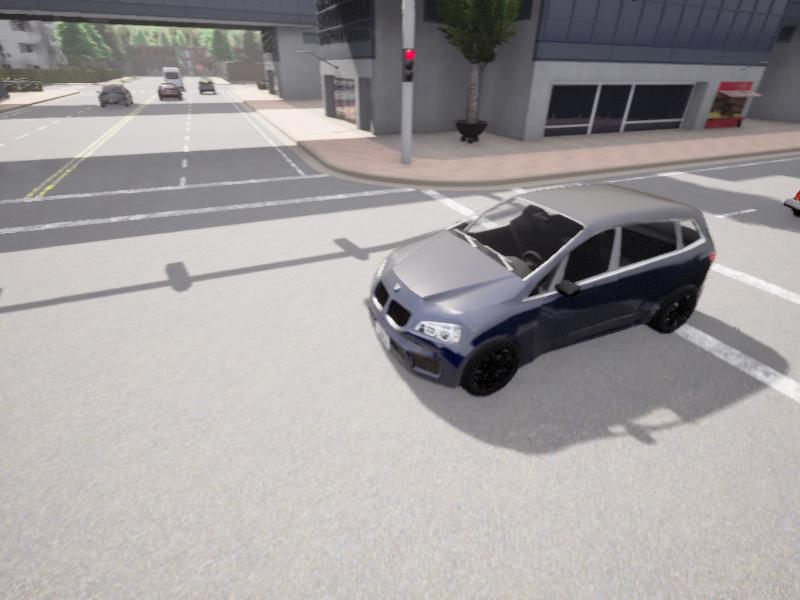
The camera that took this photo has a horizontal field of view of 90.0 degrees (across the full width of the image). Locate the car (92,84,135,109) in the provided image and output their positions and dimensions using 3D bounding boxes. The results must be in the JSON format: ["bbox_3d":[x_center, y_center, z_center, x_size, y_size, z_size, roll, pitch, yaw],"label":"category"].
[{"bbox_3d":[-22.818,-16.386,32.074,1.837,1.490,4.892,-12,33,-21],"label":"car"}]

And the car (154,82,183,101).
[{"bbox_3d":[-22.524,-20.398,39.087,1.994,1.385,4.181,-12,33,-21],"label":"car"}]

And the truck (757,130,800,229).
[{"bbox_3d":[11.532,-2.923,8.925,5.204,2.467,2.627,-12,32,-22],"label":"truck"}]

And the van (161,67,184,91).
[{"bbox_3d":[-29.656,-28.920,52.353,1.988,2.561,5.915,-13,33,-22],"label":"van"}]

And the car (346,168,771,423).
[{"bbox_3d":[1.885,-0.478,5.262,4.611,1.667,2.242,-12,33,-22],"label":"car"}]

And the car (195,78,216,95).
[{"bbox_3d":[-22.631,-24.989,46.718,1.851,1.617,3.988,-11,32,-19],"label":"car"}]
